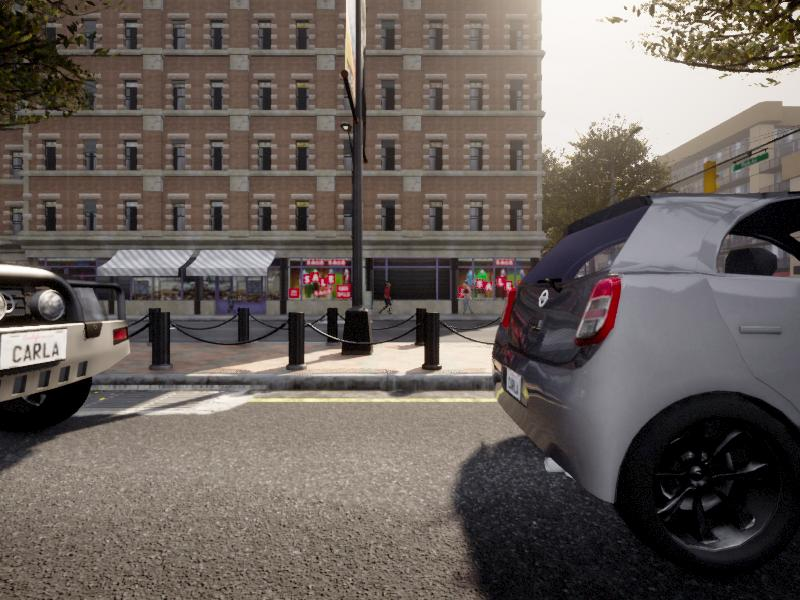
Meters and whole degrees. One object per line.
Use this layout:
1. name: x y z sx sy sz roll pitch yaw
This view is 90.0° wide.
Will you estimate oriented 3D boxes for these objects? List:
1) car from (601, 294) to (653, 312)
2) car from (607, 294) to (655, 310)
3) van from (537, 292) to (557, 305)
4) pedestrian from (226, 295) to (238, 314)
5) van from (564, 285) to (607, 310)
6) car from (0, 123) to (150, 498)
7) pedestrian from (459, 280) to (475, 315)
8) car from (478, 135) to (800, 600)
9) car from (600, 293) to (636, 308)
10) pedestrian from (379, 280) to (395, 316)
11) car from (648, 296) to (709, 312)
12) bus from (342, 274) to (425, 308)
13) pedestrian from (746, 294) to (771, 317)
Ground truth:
1. car: 20.184 0.242 35.853 1.837 1.490 4.892 0 0 0
2. car: 23.652 0.198 41.198 1.801 1.575 5.366 0 0 0
3. van: 30.422 -0.286 83.072 1.988 2.561 5.915 0 0 0
4. pedestrian: -9.643 0.266 22.993 0.500 1.100 0.500 0 0 0
5. van: 20.136 -0.280 43.771 1.988 2.561 5.915 0 0 0
6. car: -4.281 0.053 2.201 4.605 1.855 1.932 0 0 0
7. pedestrian: 3.611 -0.115 21.607 0.751 1.860 0.751 0 0 0
8. car: 2.425 0.226 2.192 3.633 1.501 1.845 0 0 0
9. car: 27.104 0.050 49.841 1.932 1.855 4.605 0 0 0
10. pedestrian: -0.666 -0.115 21.210 0.751 1.860 0.751 0 0 7
11. car: 23.693 0.341 34.300 1.895 1.301 4.718 0 0 0
12. bus: -2.059 -1.133 51.914 10.273 4.253 3.944 0 0 0
13. pedestrian: 20.243 0.314 22.596 0.751 1.300 0.751 0 0 5
